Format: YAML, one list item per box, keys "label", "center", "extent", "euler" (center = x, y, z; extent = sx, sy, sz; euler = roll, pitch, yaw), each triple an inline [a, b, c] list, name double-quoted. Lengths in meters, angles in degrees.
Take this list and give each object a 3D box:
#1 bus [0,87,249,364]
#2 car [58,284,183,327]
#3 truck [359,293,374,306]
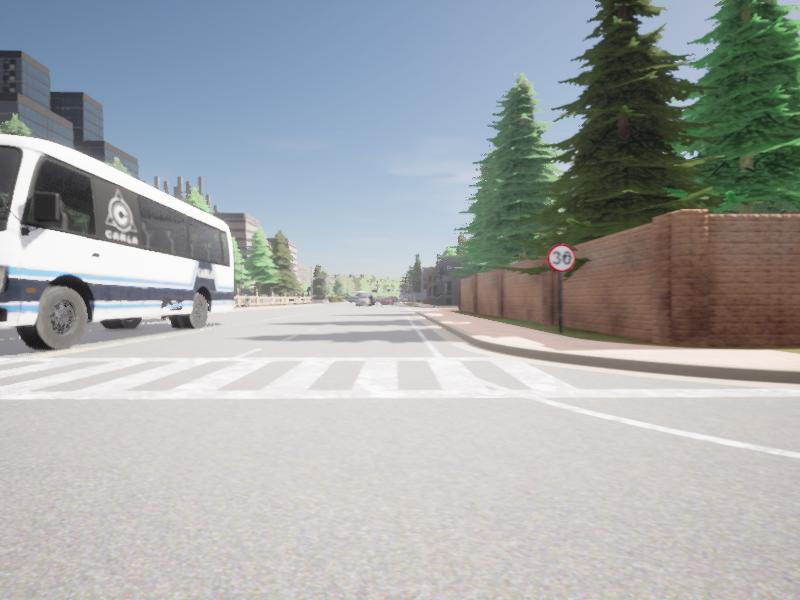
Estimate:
- label: "bus"
  center: [-8.026, -1.132, 11.209]
  extent: [3.944, 4.253, 10.273]
  euler: [0, 0, -2]
- label: "car"
  center: [-11.799, 0.202, 17.484]
  extent: [1.801, 1.575, 5.366]
  euler: [0, 0, -1]
- label: "truck"
  center: [-5.874, -0.058, 70.859]
  extent: [2.390, 2.098, 6.274]
  euler: [0, 0, -1]
